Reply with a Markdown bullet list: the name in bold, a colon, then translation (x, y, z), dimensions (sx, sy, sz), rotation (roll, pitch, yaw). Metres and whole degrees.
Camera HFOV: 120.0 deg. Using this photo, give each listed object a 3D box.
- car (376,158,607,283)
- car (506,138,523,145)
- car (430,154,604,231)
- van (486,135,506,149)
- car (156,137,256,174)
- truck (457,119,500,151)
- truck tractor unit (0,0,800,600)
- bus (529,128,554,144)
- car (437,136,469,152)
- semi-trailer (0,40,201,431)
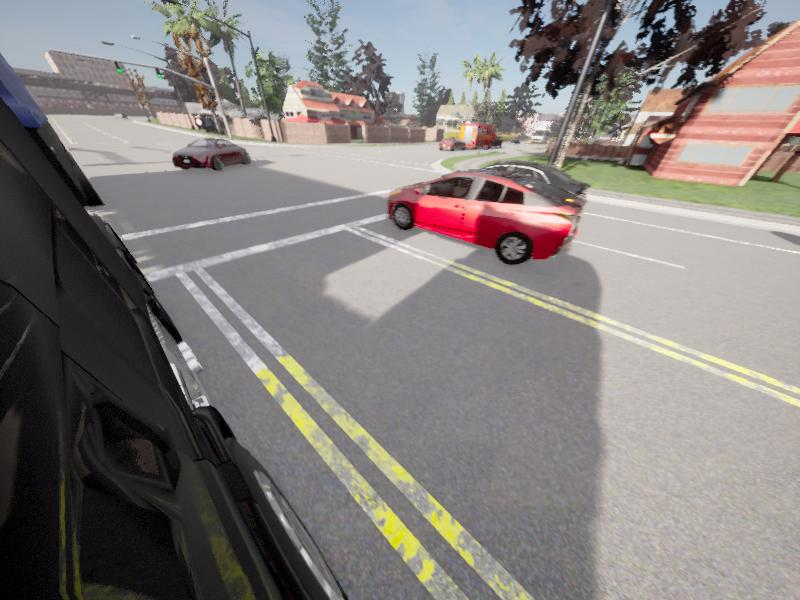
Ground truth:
- **car**: translation (1.761, -2.282, 5.599), dimensions (4.514, 1.525, 2.007), rotation (28, 43, 30)
- **car**: translation (30.792, -42.678, 62.110), dimensions (3.633, 1.501, 1.845), rotation (-18, 41, -25)
- **car**: translation (3.663, -3.977, 8.041), dimensions (4.892, 1.490, 1.837), rotation (28, 43, 30)
- **van**: translation (18.301, -30.153, 44.004), dimensions (1.775, 1.987, 4.442), rotation (25, 42, 27)
- **car**: translation (-10.574, -8.304, 13.091), dimensions (1.994, 1.385, 4.181), rotation (4, 37, 2)
- **truck**: translation (12.909, -26.856, 37.649), dimensions (2.891, 3.827, 8.468), rotation (27, 43, 29)
- **truck tractor unit**: translation (-2.645, -0.295, 0.351), dimensions (6.516, 4.208, 3.053), rotation (28, 44, 30)
- **bus**: translation (48.118, -55.534, 78.351), dimensions (3.944, 4.253, 10.273), rotation (27, 43, 29)
- **car**: translation (7.579, -22.169, 32.819), dimensions (2.152, 1.651, 5.027), rotation (27, 43, 29)
- **semi-trailer**: translation (-8.701, -3.581, 4.255), dimensions (14.254, 4.402, 2.717), rotation (28, 43, 30)
